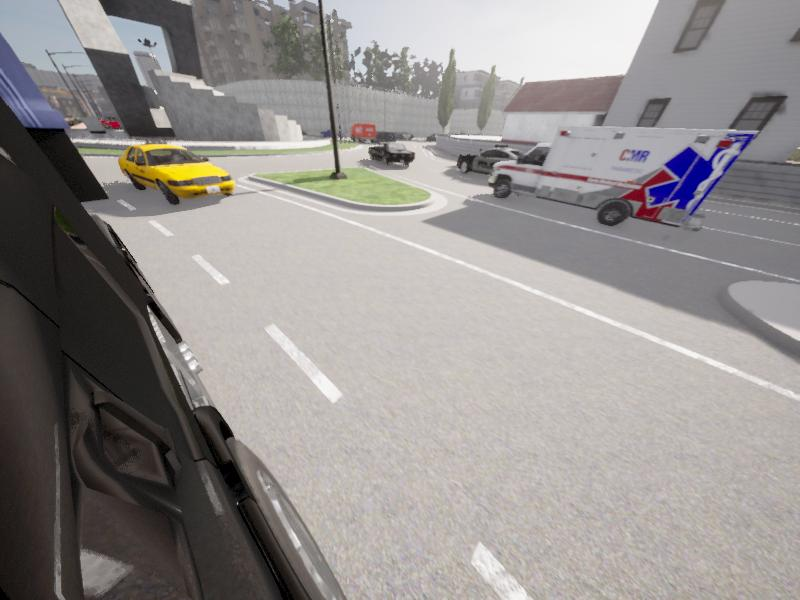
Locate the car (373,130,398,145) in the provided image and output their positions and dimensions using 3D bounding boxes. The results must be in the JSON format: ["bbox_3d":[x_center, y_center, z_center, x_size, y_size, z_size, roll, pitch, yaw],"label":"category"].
[{"bbox_3d":[-2.375,-26.529,37.693,2.033,1.649,4.856,-17,41,-24],"label":"car"}]

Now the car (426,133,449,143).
[{"bbox_3d":[7.936,-34.038,48.493,4.974,1.542,2.038,-29,47,-36],"label":"car"}]

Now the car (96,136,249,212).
[{"bbox_3d":[-7.829,-4.534,7.921,5.366,1.575,1.801,23,41,26],"label":"car"}]

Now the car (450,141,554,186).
[{"bbox_3d":[5.645,-8.180,13.614,1.930,1.638,5.238,-20,42,-28],"label":"car"}]

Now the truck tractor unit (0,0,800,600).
[{"bbox_3d":[-2.645,-0.295,0.351,6.516,4.208,3.053,28,44,30],"label":"truck tractor unit"}]

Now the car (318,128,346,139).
[{"bbox_3d":[-13.116,-32.299,44.805,5.008,1.535,1.882,17,39,19],"label":"car"}]

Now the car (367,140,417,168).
[{"bbox_3d":[-0.762,-10.962,17.217,1.895,1.301,4.718,-14,40,-21],"label":"car"}]

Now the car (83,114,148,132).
[{"bbox_3d":[-42.902,-26.794,35.085,2.150,2.045,5.566,19,40,21],"label":"car"}]

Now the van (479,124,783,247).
[{"bbox_3d":[6.359,-4.312,7.819,2.351,2.431,6.366,-26,45,-32],"label":"van"}]

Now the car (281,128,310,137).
[{"bbox_3d":[-20.706,-33.405,46.000,4.718,1.301,1.895,2,37,-2],"label":"car"}]

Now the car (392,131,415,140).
[{"bbox_3d":[0.750,-36.805,51.740,4.974,1.542,2.038,-29,47,-35],"label":"car"}]

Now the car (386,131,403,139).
[{"bbox_3d":[-1.323,-38.583,53.989,3.633,1.501,1.845,-29,47,-35],"label":"car"}]

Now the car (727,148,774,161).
[{"bbox_3d":[62.395,-26.104,41.323,2.038,1.542,4.974,12,38,12],"label":"car"}]

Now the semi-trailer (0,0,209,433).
[{"bbox_3d":[-9.198,-3.206,3.667,14.254,4.402,2.717,22,41,24],"label":"semi-trailer"}]

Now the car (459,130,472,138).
[{"bbox_3d":[22.885,-57.826,80.619,1.905,1.878,3.866,-20,46,-27],"label":"car"}]

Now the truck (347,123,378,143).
[{"bbox_3d":[-6.057,-26.713,36.979,2.627,2.467,5.204,-20,42,-28],"label":"truck"}]
